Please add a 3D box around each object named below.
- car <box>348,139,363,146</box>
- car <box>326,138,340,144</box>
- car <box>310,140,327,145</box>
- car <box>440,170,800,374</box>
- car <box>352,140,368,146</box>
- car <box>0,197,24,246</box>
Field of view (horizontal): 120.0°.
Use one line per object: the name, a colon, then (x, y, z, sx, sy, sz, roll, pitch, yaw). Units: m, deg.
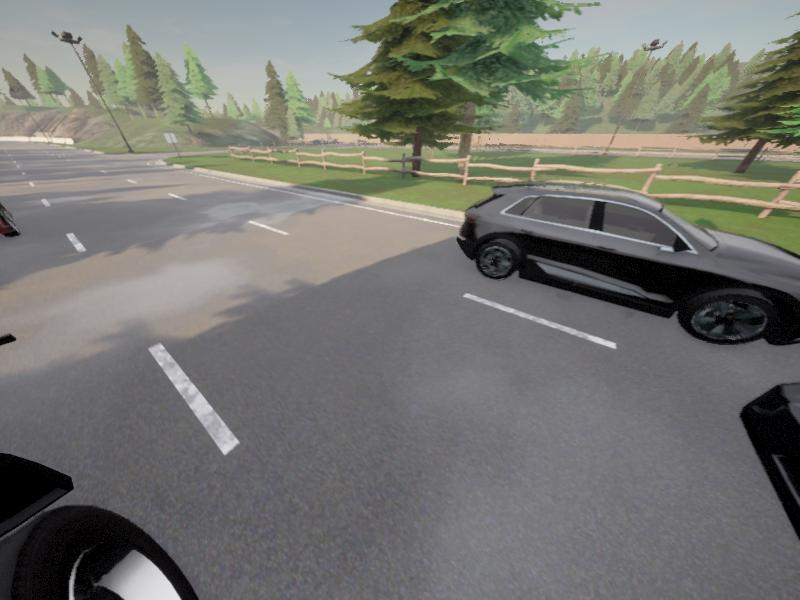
car: (-13.635, -48.320, 70.894, 3.988, 1.617, 1.851, 22, 41, 28)
car: (-24.425, -57.752, 83.849, 4.605, 1.855, 1.932, 22, 41, 28)
car: (-26.307, -50.950, 74.600, 5.357, 1.411, 2.033, 22, 41, 28)
car: (3.438, -1.046, 4.008, 4.856, 1.649, 2.033, 22, 41, 28)
car: (-12.800, -50.417, 73.918, 4.792, 1.488, 2.163, 22, 41, 28)
car: (-11.981, -2.308, 5.869, 4.181, 1.385, 1.994, 22, 41, 28)
